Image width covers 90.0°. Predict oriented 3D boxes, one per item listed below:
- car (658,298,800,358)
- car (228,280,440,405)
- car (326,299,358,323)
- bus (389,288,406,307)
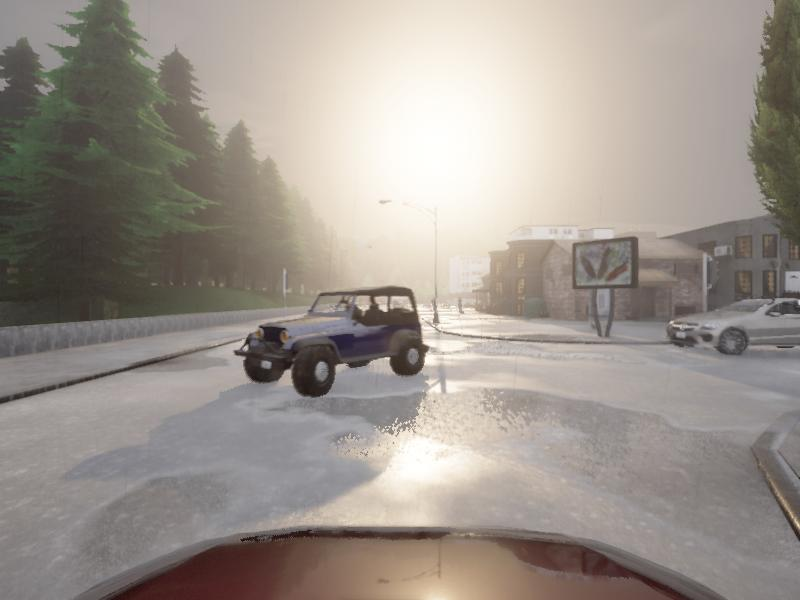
[{"bbox_3d":[11.065,0.773,12.180,5.027,1.651,2.152,0,0,0],"label":"car"},{"bbox_3d":[-1.122,0.640,8.065,1.905,1.878,3.866,-1,0,42],"label":"car"},{"bbox_3d":[-4.168,0.770,29.418,1.851,1.617,3.988,0,0,-1],"label":"car"},{"bbox_3d":[-0.510,-0.598,97.038,3.944,4.253,10.273,0,0,0],"label":"bus"}]
